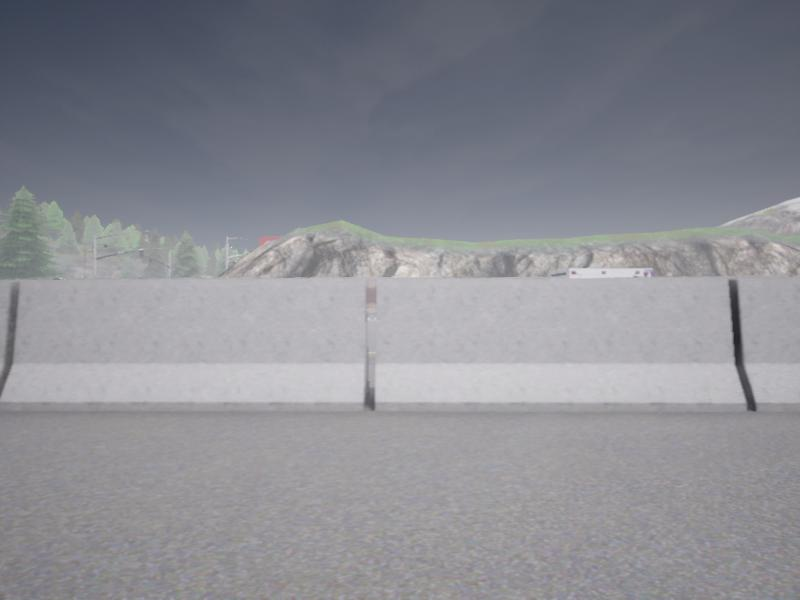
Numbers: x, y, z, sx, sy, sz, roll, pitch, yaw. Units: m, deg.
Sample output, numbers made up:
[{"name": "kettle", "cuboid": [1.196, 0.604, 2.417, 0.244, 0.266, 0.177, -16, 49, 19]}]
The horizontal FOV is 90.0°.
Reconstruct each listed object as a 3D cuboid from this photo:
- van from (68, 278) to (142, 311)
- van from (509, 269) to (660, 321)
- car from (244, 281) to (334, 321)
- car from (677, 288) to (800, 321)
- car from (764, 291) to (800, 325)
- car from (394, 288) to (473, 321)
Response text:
[{"name": "van", "cuboid": [-24.947, -0.428, 34.215, 1.988, 2.561, 5.915, 0, 0, 0]}, {"name": "van", "cuboid": [8.865, -0.236, 19.703, 6.366, 2.431, 2.351, 0, 0, 0]}, {"name": "car", "cuboid": [-5.360, 0.056, 19.699, 3.866, 1.878, 1.905, 0, 0, 0]}, {"name": "car", "cuboid": [16.802, 0.196, 19.706, 5.008, 1.535, 1.882, 0, 0, 0]}, {"name": "car", "cuboid": [17.949, 0.314, 16.193, 4.718, 1.301, 1.895, 0, 0, 0]}, {"name": "car", "cuboid": [1.575, 0.214, 19.700, 3.705, 1.549, 1.789, 0, 0, 0]}]
